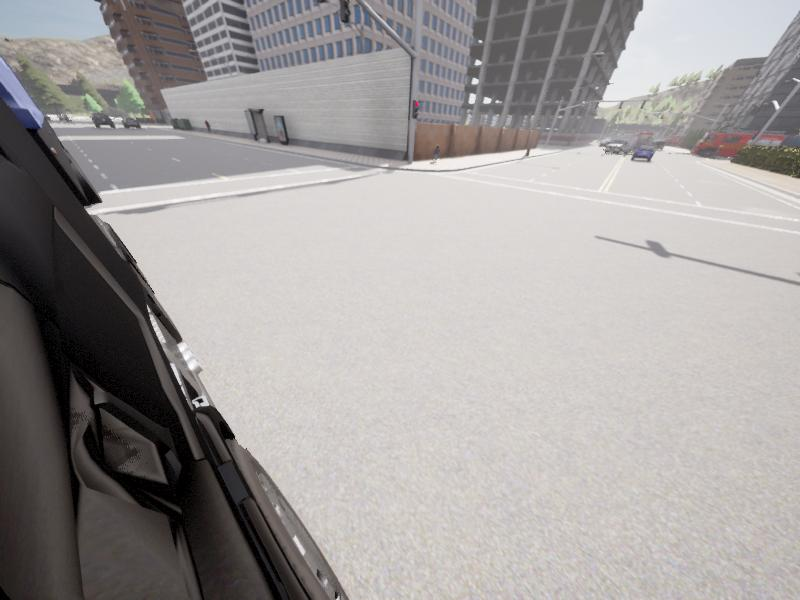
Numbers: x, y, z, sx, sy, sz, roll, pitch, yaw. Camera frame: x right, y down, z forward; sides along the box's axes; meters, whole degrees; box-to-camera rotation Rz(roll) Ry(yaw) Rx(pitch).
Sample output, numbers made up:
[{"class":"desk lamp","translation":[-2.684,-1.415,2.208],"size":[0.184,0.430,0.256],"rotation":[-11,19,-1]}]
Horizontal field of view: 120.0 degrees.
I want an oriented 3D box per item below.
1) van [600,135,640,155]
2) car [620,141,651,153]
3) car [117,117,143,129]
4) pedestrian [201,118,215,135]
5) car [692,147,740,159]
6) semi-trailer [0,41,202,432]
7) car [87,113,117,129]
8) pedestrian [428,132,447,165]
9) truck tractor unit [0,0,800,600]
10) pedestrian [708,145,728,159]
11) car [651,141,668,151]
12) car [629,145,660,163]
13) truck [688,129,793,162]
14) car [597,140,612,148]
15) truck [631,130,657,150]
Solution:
[{"class":"van","translation":[34.960,-24.567,36.653],"size":[6.366,2.431,2.351],"rotation":[-23,43,-30]},{"class":"car","translation":[46.849,-30.472,46.029],"size":[3.988,1.617,1.851],"rotation":[27,43,29]},{"class":"car","translation":[-49.944,-32.786,42.778],"size":[4.856,1.649,2.033],"rotation":[28,44,30]},{"class":"pedestrian","translation":[-27.612,-24.941,33.262],"size":[0.751,1.860,0.751],"rotation":[31,45,32]},{"class":"car","translation":[55.457,-25.932,40.708],"size":[4.718,1.301,1.895],"rotation":[27,43,29]},{"class":"semi-trailer","translation":[-8.695,-3.621,4.210],"size":[14.254,4.402,2.717],"rotation":[28,44,30]},{"class":"car","translation":[-52.243,-31.438,40.499],"size":[5.566,2.045,2.150],"rotation":[28,44,30]},{"class":"pedestrian","translation":[2.623,-10.677,16.257],"size":[0.751,1.860,0.751],"rotation":[25,42,26]},{"class":"truck tractor unit","translation":[-2.645,-0.295,0.351],"size":[6.516,4.208,3.053],"rotation":[28,44,30]},{"class":"pedestrian","translation":[49.614,-23.129,36.099],"size":[0.751,1.860,0.751],"rotation":[-4,37,-9]},{"class":"car","translation":[62.370,-37.115,55.588],"size":[1.905,1.878,3.866],"rotation":[28,44,30]},{"class":"car","translation":[30.039,-18.041,28.389],"size":[2.007,1.525,4.514],"rotation":[29,44,31]},{"class":"truck","translation":[54.017,-25.010,37.282],"size":[8.468,3.827,2.891],"rotation":[28,43,29]},{"class":"car","translation":[52.135,-39.725,58.800],"size":[2.033,1.411,5.357],"rotation":[28,44,30]},{"class":"truck","translation":[61.911,-40.827,58.871],"size":[2.891,3.827,8.468],"rotation":[28,44,30]}]
